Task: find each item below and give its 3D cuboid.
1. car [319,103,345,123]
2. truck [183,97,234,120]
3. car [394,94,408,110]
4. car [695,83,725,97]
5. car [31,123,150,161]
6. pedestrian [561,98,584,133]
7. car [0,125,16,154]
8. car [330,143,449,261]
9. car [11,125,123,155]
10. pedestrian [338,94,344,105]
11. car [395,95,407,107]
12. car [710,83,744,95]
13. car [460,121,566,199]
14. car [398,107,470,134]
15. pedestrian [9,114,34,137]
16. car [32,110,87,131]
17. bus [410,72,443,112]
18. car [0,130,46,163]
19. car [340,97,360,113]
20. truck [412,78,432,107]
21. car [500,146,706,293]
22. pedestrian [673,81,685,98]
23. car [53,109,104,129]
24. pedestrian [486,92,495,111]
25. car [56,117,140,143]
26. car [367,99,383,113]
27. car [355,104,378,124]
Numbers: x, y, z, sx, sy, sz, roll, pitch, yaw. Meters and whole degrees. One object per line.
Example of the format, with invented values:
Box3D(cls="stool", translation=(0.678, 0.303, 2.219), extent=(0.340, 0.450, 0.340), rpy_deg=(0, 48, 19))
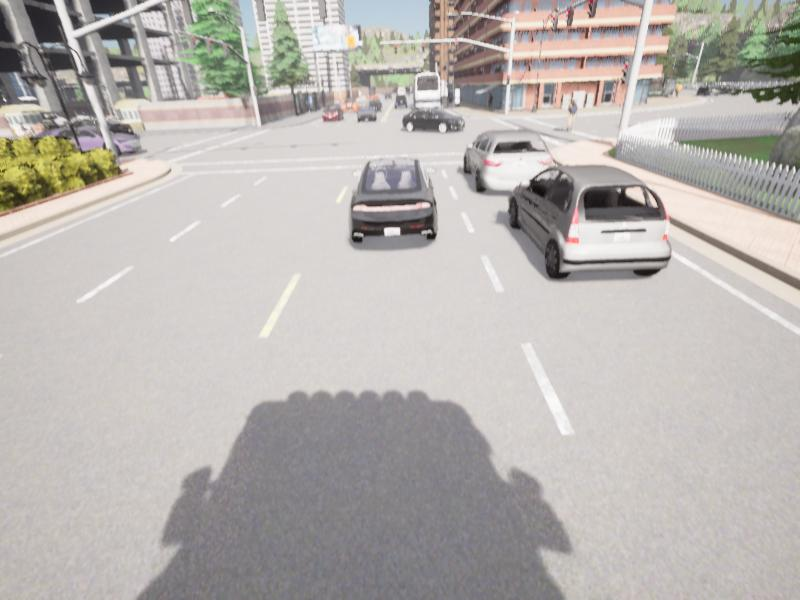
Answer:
Box3D(cls="car", translation=(-6.971, -19.401, 41.472), extent=(1.851, 1.617, 3.988), rpy_deg=(-2, 28, 1))
Box3D(cls="truck", translation=(-25.699, -25.908, 53.978), extent=(5.204, 2.467, 2.615), rpy_deg=(-2, 28, 1))
Box3D(cls="car", translation=(0.124, -29.487, 59.443), extent=(1.905, 1.878, 3.866), rpy_deg=(-2, 28, 1))
Box3D(cls="car", translation=(42.682, -29.041, 55.195), extent=(1.789, 1.549, 3.705), rpy_deg=(4, 29, 12))
Box3D(cls="car", translation=(-17.618, -9.117, 23.011), extent=(4.856, 1.649, 2.033), rpy_deg=(-2, 28, 1))
Box3D(cls="pedestrian", translation=(10.356, -11.085, 24.013), extent=(0.751, 1.860, 0.751), rpy_deg=(-3, 28, -1))
Box3D(cls="car", translation=(-28.848, -10.379, 26.281), extent=(4.611, 1.667, 2.242), rpy_deg=(-2, 28, 1))
Box3D(cls="car", translation=(-0.146, -2.626, 9.630), extent=(2.128, 1.511, 4.902), rpy_deg=(-2, 28, 1))
Box3D(cls="car", translation=(-21.677, -10.519, 26.227), extent=(5.357, 1.411, 2.033), rpy_deg=(-2, 28, 1))
Box3D(cls="pedestrian", translation=(-11.596, -39.420, 78.653), extent=(0.751, 1.860, 0.751), rpy_deg=(1, 28, 6))
Box3D(cls="car", translation=(0.168, -33.110, 66.565), extent=(1.801, 1.575, 5.366), rpy_deg=(-2, 28, 1))
Box3D(cls="car", translation=(46.677, -30.185, 57.182), extent=(1.970, 1.475, 3.806), rpy_deg=(2, 29, 9))
Box3D(cls="car", translation=(3.393, -4.772, 13.172), extent=(2.242, 1.667, 4.611), rpy_deg=(-2, 28, 2))
Box3D(cls="car", translation=(2.323, -12.780, 28.376), extent=(4.892, 1.490, 1.837), rpy_deg=(20, 36, 36))
Box3D(cls="pedestrian", translation=(-34.851, -16.077, 36.870), extent=(0.751, 1.860, 0.751), rpy_deg=(-2, 28, 1))
Box3D(cls="car", translation=(-37.365, -19.755, 44.018), extent=(3.866, 1.878, 1.905), rpy_deg=(-2, 28, 1))
Box3D(cls="bus", translation=(3.432, -28.760, 55.284), extent=(3.944, 4.253, 10.273), rpy_deg=(-2, 28, 1))
Box3D(cls="car", translation=(-24.034, -8.822, 23.161), extent=(4.792, 1.488, 2.163), rpy_deg=(-2, 28, 1))
Box3D(cls="car", translation=(-6.890, -27.250, 55.943), extent=(2.097, 1.767, 4.553), rpy_deg=(-2, 28, 1))
Box3D(cls="truck", translation=(3.628, -34.579, 66.589), extent=(2.891, 3.827, 8.468), rpy_deg=(-2, 28, 1))
Box3D(cls="car", translation=(3.341, -1.794, 7.675), extent=(1.851, 1.617, 3.988), rpy_deg=(-2, 28, 1))
Box3D(cls="pedestrian", translation=(34.938, -26.340, 50.120), extent=(0.751, 1.860, 0.751), rpy_deg=(21, 36, 37))
Box3D(cls="car", translation=(-37.355, -21.142, 46.611), extent=(3.866, 1.878, 1.905), rpy_deg=(-2, 28, 1))
Box3D(cls="pedestrian", translation=(9.916, -21.817, 43.911), extent=(0.751, 1.860, 0.751), rpy_deg=(-4, 28, -2))
Box3D(cls="car", translation=(-24.357, -13.768, 32.376), extent=(5.008, 1.535, 1.882), rpy_deg=(-2, 28, 1))
Box3D(cls="car", translation=(-3.395, -26.471, 54.506), extent=(1.837, 1.490, 4.892), rpy_deg=(-2, 28, 1))
Box3D(cls="car", translation=(-3.314, -18.470, 39.647), extent=(2.033, 1.411, 5.357), rpy_deg=(-4, 28, -2))
